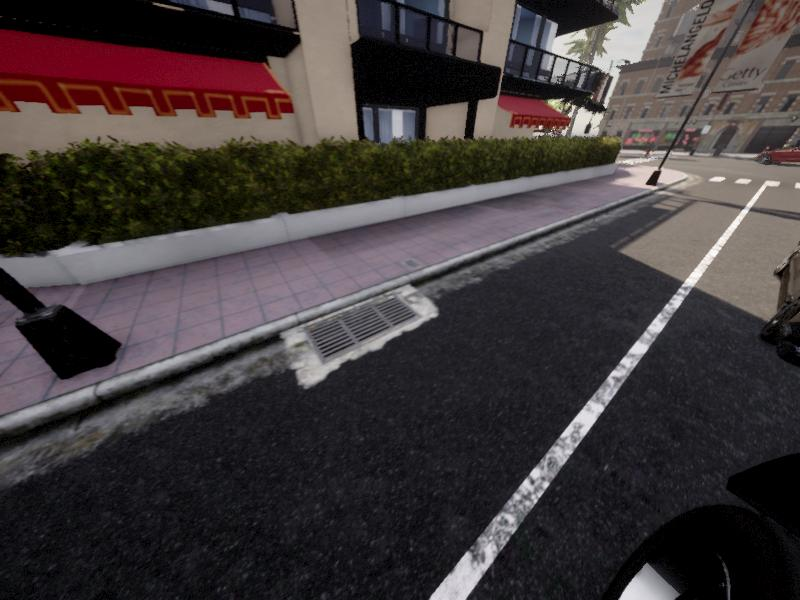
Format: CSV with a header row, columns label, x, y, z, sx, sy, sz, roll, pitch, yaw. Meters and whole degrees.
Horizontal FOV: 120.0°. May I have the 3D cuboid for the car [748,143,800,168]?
label,x,y,z,sx,sy,sz,roll,pitch,yaw
car,34.696,-12.334,19.692,2.152,1.651,5.027,-9,36,-12

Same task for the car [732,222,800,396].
label,x,y,z,sx,sy,sz,roll,pitch,yaw
car,6.743,-0.200,2.924,5.357,1.411,2.033,-22,41,-28

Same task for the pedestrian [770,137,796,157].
label,x,y,z,sx,sy,sz,roll,pitch,yaw
pedestrian,44.406,-17.759,26.788,0.751,1.860,0.751,-23,41,-28

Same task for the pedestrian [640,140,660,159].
label,x,y,z,sx,sy,sz,roll,pitch,yaw
pedestrian,28.624,-17.253,26.468,0.751,1.860,0.751,-25,42,-30

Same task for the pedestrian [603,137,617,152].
label,x,y,z,sx,sy,sz,roll,pitch,yaw
pedestrian,33.778,-25.021,37.172,0.751,1.860,0.751,-13,37,-17

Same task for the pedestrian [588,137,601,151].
label,x,y,z,sx,sy,sz,roll,pitch,yaw
pedestrian,32.644,-26.203,38.856,0.751,1.860,0.751,-11,36,-14
